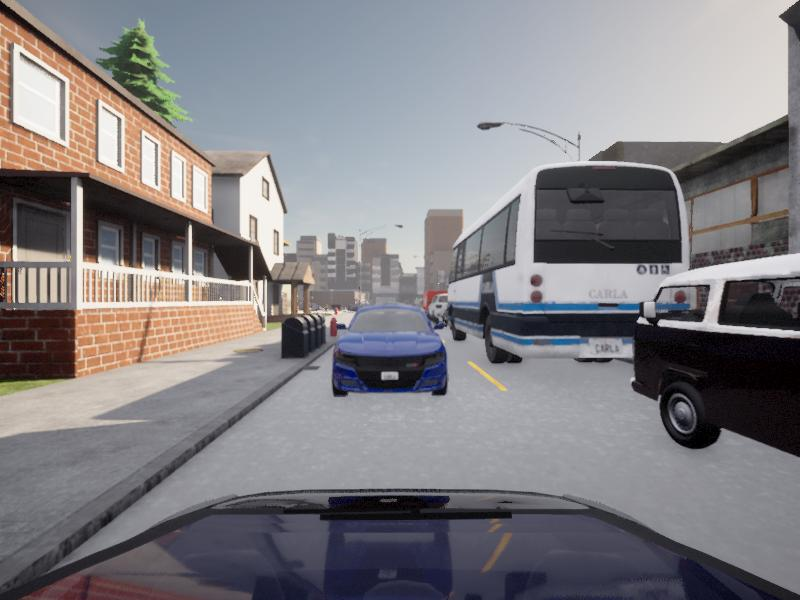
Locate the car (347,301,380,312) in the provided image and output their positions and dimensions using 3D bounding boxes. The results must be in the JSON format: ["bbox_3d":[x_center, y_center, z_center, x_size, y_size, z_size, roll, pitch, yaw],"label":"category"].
[{"bbox_3d":[-5.016,0.926,55.116,4.193,1.474,1.816,0,0,10],"label":"car"}]

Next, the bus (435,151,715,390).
[{"bbox_3d":[3.595,-0.517,12.308,3.944,4.253,10.273,0,0,-1],"label":"bus"}]

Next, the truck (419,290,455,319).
[{"bbox_3d":[3.303,0.405,36.982,2.627,2.467,5.204,0,0,-3],"label":"truck"}]

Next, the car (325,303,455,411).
[{"bbox_3d":[-0.200,0.835,8.301,1.882,1.535,5.008,0,0,-1],"label":"car"}]

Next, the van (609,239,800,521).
[{"bbox_3d":[3.911,0.577,3.197,2.069,2.038,4.480,0,0,-1],"label":"van"}]

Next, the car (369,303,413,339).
[{"bbox_3d":[-0.427,0.871,18.930,1.837,1.490,4.892,0,0,-1],"label":"car"}]

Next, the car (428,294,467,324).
[{"bbox_3d":[3.370,0.607,29.514,2.150,2.045,5.566,0,0,-1],"label":"car"}]

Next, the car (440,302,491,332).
[{"bbox_3d":[3.508,0.858,22.234,2.007,1.525,4.514,0,0,-1],"label":"car"}]

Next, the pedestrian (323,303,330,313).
[{"bbox_3d":[-7.902,0.843,43.168,0.500,1.100,0.500,0,0,39],"label":"pedestrian"}]
